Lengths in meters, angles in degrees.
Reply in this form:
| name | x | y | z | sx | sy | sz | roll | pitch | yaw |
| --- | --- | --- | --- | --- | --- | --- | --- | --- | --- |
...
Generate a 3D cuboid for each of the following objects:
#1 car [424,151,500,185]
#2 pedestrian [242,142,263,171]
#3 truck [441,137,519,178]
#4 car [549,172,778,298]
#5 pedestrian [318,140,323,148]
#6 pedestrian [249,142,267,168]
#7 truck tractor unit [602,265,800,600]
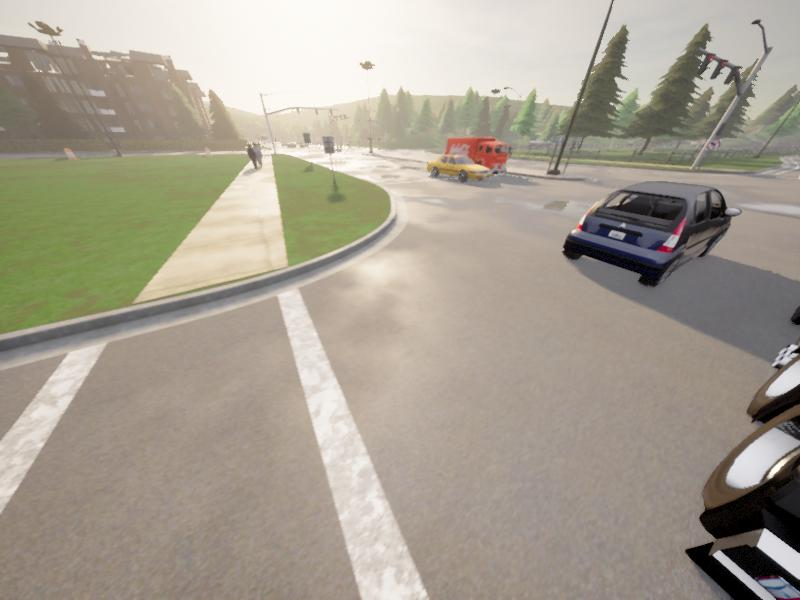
| name | x | y | z | sx | sy | sz | roll | pitch | yaw |
| --- | --- | --- | --- | --- | --- | --- | --- | --- | --- |
| car | 3.969 | -9.284 | 16.004 | 1.801 | 1.575 | 5.366 | -17 | 39 | -24 |
| pedestrian | -11.431 | -11.129 | 17.957 | 0.751 | 1.860 | 0.751 | -14 | 37 | -20 |
| truck | 6.095 | -11.566 | 18.517 | 2.627 | 2.467 | 5.204 | -17 | 39 | -24 |
| car | 5.693 | -1.716 | 5.119 | 3.988 | 1.617 | 1.851 | -18 | 39 | -24 |
| pedestrian | -22.580 | -44.455 | 65.750 | 0.751 | 1.860 | 0.751 | -16 | 38 | -22 |
| pedestrian | -12.043 | -12.324 | 19.669 | 0.751 | 1.860 | 0.751 | -15 | 38 | -20 |
| truck tractor unit | 5.114 | -0.297 | 0.779 | 6.516 | 4.208 | 3.053 | -18 | 39 | -24 |
